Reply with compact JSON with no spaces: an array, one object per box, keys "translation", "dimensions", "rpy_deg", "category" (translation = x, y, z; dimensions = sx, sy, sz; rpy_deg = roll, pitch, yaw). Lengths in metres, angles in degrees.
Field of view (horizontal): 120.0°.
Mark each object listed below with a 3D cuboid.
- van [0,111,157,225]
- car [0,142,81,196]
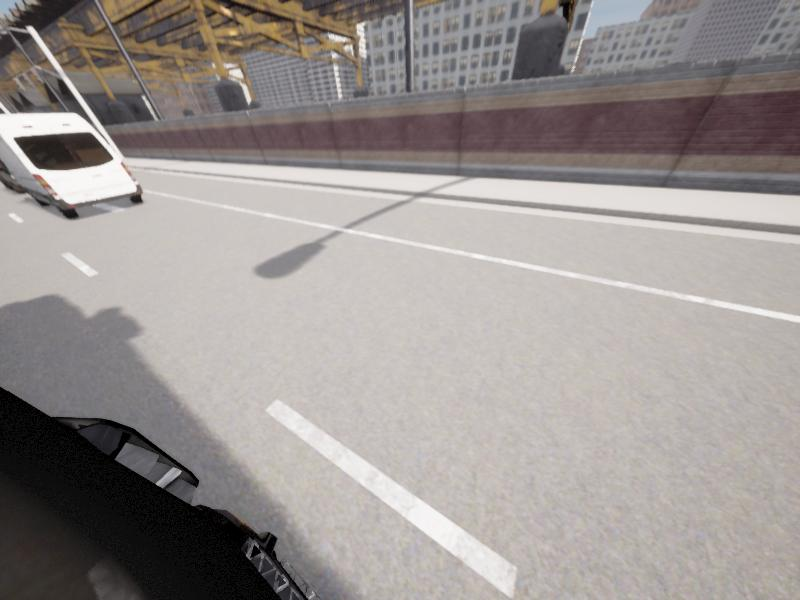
[{"translation":[-11.705,-4.610,7.928],"dimensions":[5.915,2.561,1.988],"rpy_deg":[18,44,25],"category":"van"},{"translation":[-18.618,-6.567,11.457],"dimensions":[3.866,1.878,1.905],"rpy_deg":[18,44,25],"category":"car"}]
